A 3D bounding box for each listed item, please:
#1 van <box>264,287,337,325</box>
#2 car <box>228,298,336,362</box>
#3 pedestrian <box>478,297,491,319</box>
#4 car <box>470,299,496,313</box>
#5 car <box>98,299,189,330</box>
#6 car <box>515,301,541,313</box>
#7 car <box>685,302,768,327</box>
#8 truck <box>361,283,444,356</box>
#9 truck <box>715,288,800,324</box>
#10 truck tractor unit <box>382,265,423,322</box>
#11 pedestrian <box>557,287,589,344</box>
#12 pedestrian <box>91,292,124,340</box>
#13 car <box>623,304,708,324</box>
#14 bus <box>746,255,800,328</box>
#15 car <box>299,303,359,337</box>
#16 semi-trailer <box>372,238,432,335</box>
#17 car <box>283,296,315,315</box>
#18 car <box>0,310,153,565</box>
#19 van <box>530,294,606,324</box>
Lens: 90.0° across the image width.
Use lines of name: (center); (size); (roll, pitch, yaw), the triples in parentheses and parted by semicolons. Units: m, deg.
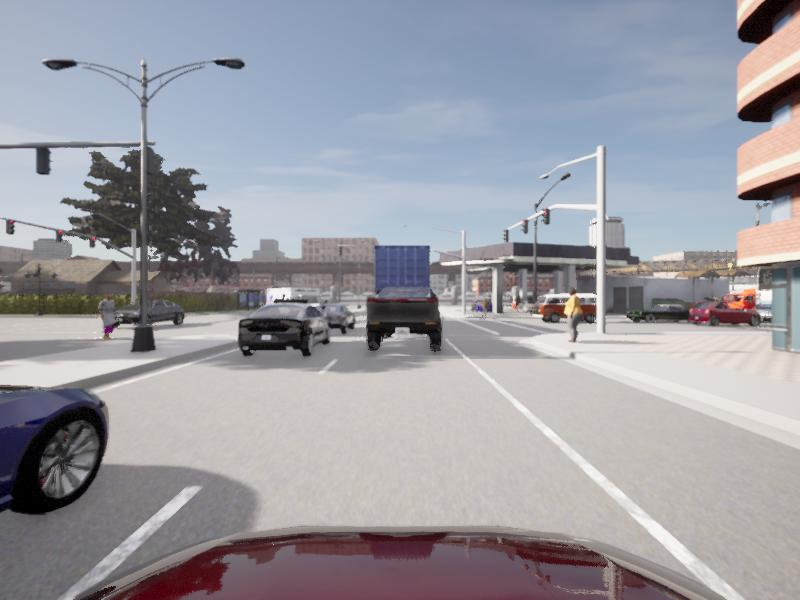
van: (-7.332, 0.374, 28.957); (2.351, 2.431, 6.366); (0, 0, -42)
car: (-3.461, 0.770, 12.917); (1.930, 1.638, 5.238); (0, 0, 0)
pedestrian: (7.275, 0.655, 34.400); (0.751, 1.860, 0.751); (0, 0, -28)
car: (9.980, 0.662, 48.499); (2.242, 1.667, 4.611); (0, 0, 1)
car: (-14.868, 0.765, 23.671); (2.152, 1.651, 5.027); (0, 0, 0)
car: (15.729, 0.831, 49.229); (1.970, 1.475, 3.806); (0, 0, 1)
car: (20.198, 0.860, 24.835); (3.633, 1.501, 1.845); (0, 0, -1)
truck: (0.284, 0.547, 14.708); (2.390, 2.098, 6.274); (0, 0, 4)
truck: (26.002, 0.399, 28.397); (5.204, 2.467, 2.627); (0, 0, 0)
truck tractor unit: (0.188, -0.514, 33.136); (3.053, 4.208, 6.516); (0, 0, 0)
pedestrian: (5.845, 0.496, 13.513); (0.751, 1.860, 0.751); (0, 0, 44)
pedestrian: (-11.558, 0.625, 15.823); (0.751, 1.860, 0.751); (0, 0, 13)
car: (18.697, 0.976, 28.319); (4.718, 1.301, 1.895); (0, 0, -1)
bus: (28.503, -0.489, 25.075); (10.273, 4.253, 3.944); (0, 0, 0)
car: (-3.386, 0.895, 20.179); (2.033, 1.411, 5.357); (0, 0, 0)
semi-trailer: (0.140, -0.611, 25.223); (2.717, 4.402, 14.254); (0, 0, 0)
car: (-11.252, 0.562, 45.053); (2.150, 2.045, 5.566); (0, 0, 0)
car: (-3.494, 0.848, 1.489); (2.163, 1.488, 4.792); (0, 0, 0)
van: (11.773, 0.594, 28.290); (4.480, 2.038, 2.069); (0, 0, -1)
